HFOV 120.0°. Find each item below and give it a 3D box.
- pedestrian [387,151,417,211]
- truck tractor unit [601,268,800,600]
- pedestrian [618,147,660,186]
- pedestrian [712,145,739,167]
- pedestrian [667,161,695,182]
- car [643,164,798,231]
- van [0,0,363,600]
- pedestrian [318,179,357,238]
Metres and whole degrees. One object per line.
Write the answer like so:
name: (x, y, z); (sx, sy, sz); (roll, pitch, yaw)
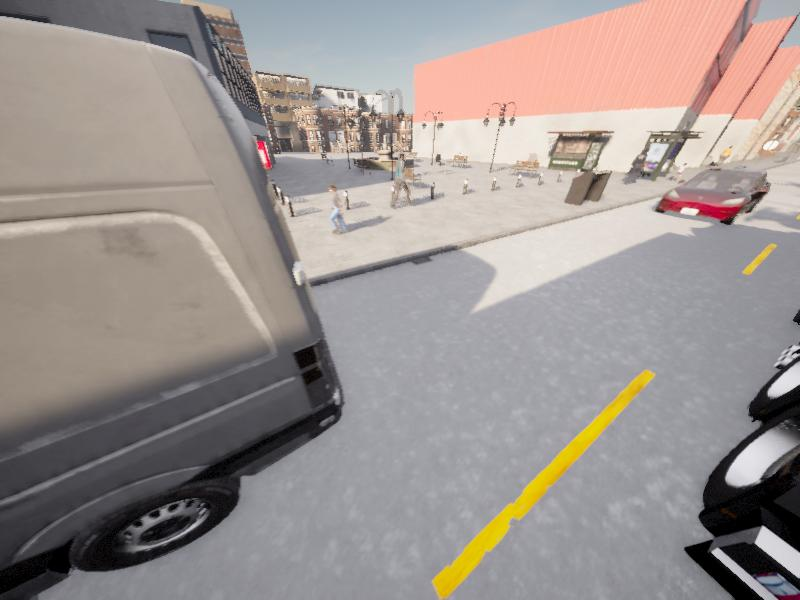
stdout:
pedestrian: (0.046, -4.397, 8.562); (0.751, 1.860, 0.751); (-20, 40, -26)
truck tractor unit: (5.119, -0.292, 0.770); (6.516, 4.208, 3.053); (-18, 39, -24)
pedestrian: (13.773, -7.712, 13.362); (0.751, 1.860, 0.751); (-16, 38, -22)
pedestrian: (33.109, -14.658, 23.521); (0.751, 1.860, 0.751); (-22, 41, -29)
pedestrian: (17.974, -8.228, 14.808); (0.500, 1.100, 0.500); (3, 35, 4)
car: (11.799, -3.993, 8.555); (4.792, 1.488, 2.163); (-18, 39, -25)
van: (-3.381, 0.637, 0.839); (5.915, 2.561, 1.988); (-18, 39, -25)
pedestrian: (-1.618, -2.418, 6.106); (0.751, 1.300, 0.751); (-7, 36, -11)
